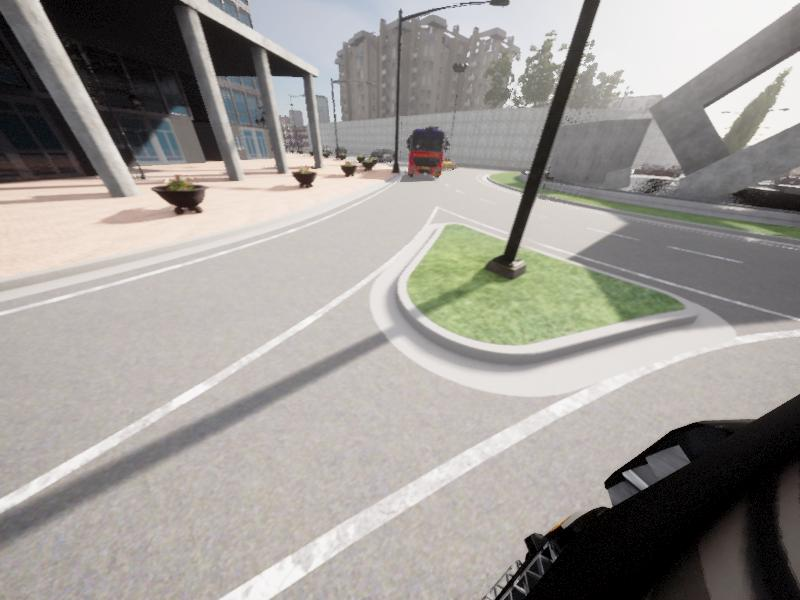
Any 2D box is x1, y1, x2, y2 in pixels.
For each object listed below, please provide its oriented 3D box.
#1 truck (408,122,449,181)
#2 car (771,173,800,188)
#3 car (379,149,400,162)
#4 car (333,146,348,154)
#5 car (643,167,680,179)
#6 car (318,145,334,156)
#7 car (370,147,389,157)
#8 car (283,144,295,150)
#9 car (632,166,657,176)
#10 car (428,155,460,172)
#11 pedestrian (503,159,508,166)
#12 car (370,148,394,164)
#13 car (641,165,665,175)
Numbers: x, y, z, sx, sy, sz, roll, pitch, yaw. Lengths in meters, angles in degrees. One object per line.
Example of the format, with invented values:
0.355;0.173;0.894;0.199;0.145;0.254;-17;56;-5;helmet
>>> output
2.530;-14.073;22.052;2.891;3.827;8.468;5;33;3;truck
54.770;-16.836;32.492;4.193;1.474;1.816;-25;42;-35;car
-2.007;-26.135;41.740;1.905;1.878;3.866;-19;39;-30;car
-17.461;-43.972;67.654;2.097;1.767;4.553;-22;41;-32;car
40.272;-19.546;35.557;4.181;1.385;1.994;-11;36;-20;car
-17.028;-34.314;52.959;1.905;1.878;3.866;-22;40;-32;car
-5.242;-38.167;59.586;2.150;2.045;5.566;-22;41;-32;car
-38.415;-53.060;80.131;2.033;1.411;5.357;-22;41;-32;car
43.395;-22.900;40.954;4.718;1.301;1.895;-20;40;-31;car
5.617;-17.969;30.242;1.801;1.575;5.366;-7;35;-15;car
19.820;-25.854;43.434;0.500;1.100;0.500;19;37;23;pedestrian
-3.009;-23.570;37.784;1.932;1.855;4.605;-18;39;-29;car
48.983;-25.233;44.717;4.974;1.542;2.038;-22;41;-32;car
